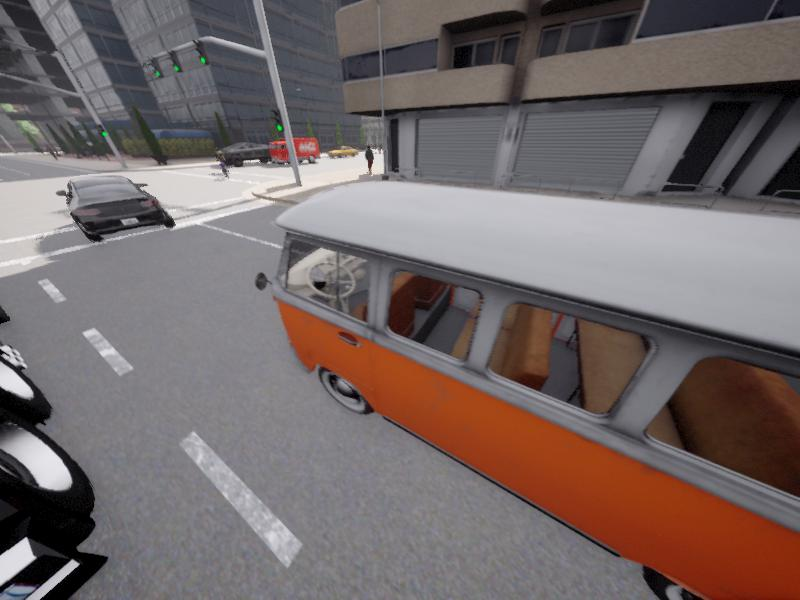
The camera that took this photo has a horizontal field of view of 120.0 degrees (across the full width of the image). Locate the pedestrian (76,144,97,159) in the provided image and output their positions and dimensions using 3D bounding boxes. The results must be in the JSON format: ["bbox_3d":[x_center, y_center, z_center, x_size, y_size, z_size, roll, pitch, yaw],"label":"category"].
[{"bbox_3d":[-45.403,-21.565,33.492,0.751,1.860,0.751,3,35,5],"label":"pedestrian"}]

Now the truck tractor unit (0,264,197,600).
[{"bbox_3d":[-5.110,-0.301,0.782,6.516,4.208,3.053,18,39,24],"label":"truck tractor unit"}]

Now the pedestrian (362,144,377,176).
[{"bbox_3d":[-2.124,-9.721,16.061,0.751,1.860,0.751,-12,37,-16],"label":"pedestrian"}]

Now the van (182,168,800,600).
[{"bbox_3d":[0.845,0.254,1.899,4.442,1.987,1.775,18,39,24],"label":"van"}]

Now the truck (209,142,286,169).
[{"bbox_3d":[-16.170,-15.776,24.998,2.390,2.098,6.274,19,39,25],"label":"truck"}]

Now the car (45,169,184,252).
[{"bbox_3d":[-8.888,-3.050,7.210,4.674,1.442,1.812,25,43,32],"label":"car"}]

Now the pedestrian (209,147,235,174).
[{"bbox_3d":[-14.266,-11.206,18.577,0.751,1.860,0.751,8,36,12],"label":"pedestrian"}]

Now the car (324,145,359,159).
[{"bbox_3d":[-8.723,-22.630,35.232,1.801,1.575,5.366,19,40,26],"label":"car"}]

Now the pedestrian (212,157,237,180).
[{"bbox_3d":[-12.208,-9.145,16.085,0.751,1.300,0.751,17,38,23],"label":"pedestrian"}]

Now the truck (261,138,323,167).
[{"bbox_3d":[-11.649,-16.372,25.487,2.627,2.467,5.204,18,39,25],"label":"truck"}]
